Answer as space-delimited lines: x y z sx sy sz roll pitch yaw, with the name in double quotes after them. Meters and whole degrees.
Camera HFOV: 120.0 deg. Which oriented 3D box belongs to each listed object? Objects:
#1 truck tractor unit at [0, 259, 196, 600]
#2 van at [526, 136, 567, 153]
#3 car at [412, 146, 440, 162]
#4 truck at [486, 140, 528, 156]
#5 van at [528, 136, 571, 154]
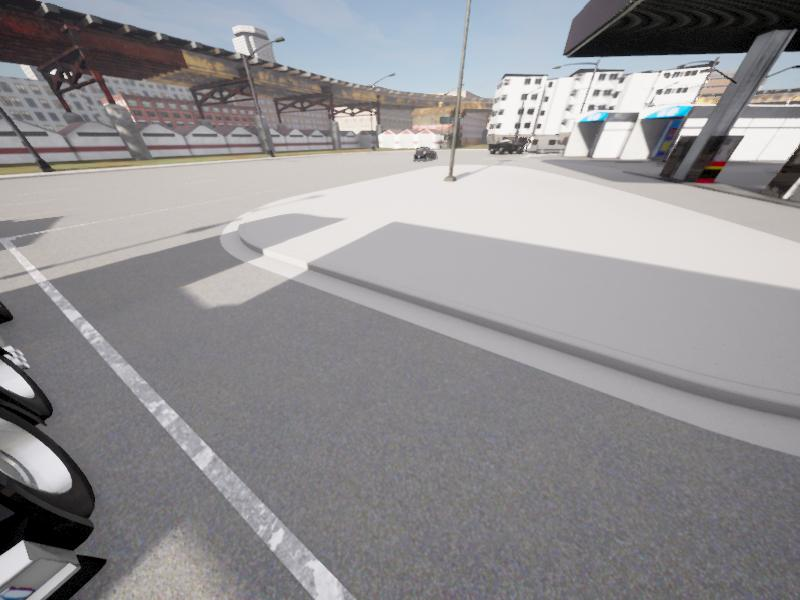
-5.109 -0.300 0.800 6.516 4.208 3.053 18 39 25 "truck tractor unit"
27.543 -29.276 43.571 5.915 2.561 1.988 -4 35 -5 "van"
3.275 -18.400 29.015 1.845 1.501 3.633 20 40 27 "car"
18.022 -25.806 39.042 6.274 2.098 2.390 -15 38 -20 "truck"
26.164 -27.155 40.538 5.915 2.561 1.988 -6 35 -8 "van"
